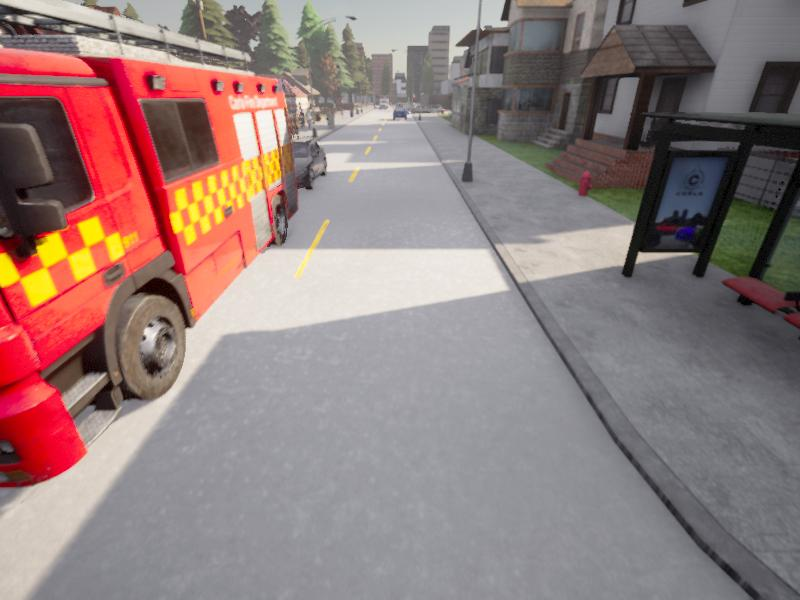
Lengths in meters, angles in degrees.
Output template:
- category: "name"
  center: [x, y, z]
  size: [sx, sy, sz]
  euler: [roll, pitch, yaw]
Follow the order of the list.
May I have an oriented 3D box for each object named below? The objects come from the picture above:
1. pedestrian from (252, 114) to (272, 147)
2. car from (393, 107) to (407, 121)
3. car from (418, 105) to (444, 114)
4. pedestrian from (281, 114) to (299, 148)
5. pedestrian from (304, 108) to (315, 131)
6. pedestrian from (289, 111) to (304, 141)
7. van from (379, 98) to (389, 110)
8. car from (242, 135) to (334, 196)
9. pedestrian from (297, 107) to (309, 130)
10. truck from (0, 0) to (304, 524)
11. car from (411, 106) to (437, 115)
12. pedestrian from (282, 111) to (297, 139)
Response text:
- category: "pedestrian"
  center: [-8.599, -10.578, 24.954]
  size: [0.751, 1.860, 0.751]
  euler: [-2, 27, -4]
- category: "car"
  center: [-0.024, -25.673, 55.045]
  size: [1.882, 1.535, 5.008]
  euler: [0, 27, 0]
- category: "car"
  center: [5.906, -36.739, 77.125]
  size: [4.611, 1.667, 2.242]
  euler: [-1, 27, -2]
- category: "pedestrian"
  center: [-6.651, -10.237, 24.289]
  size: [0.751, 1.860, 0.751]
  euler: [-2, 27, -4]
- category: "pedestrian"
  center: [-8.101, -16.098, 35.722]
  size: [0.751, 1.860, 0.751]
  euler: [-4, 27, -7]
- category: "pedestrian"
  center: [-7.343, -12.320, 28.352]
  size: [0.751, 1.860, 0.751]
  euler: [-2, 27, -5]
- category: "van"
  center: [-4.048, -49.969, 101.938]
  size: [2.351, 2.431, 6.366]
  euler: [0, 27, 0]
- category: "car"
  center: [-4.005, -5.299, 15.323]
  size: [2.128, 1.511, 4.902]
  euler: [0, 27, 0]
- category: "pedestrian"
  center: [-9.045, -16.959, 37.401]
  size: [0.751, 1.860, 0.751]
  euler: [0, 27, 0]
- category: "truck"
  center: [-4.006, -1.855, 6.072]
  size: [2.891, 3.827, 8.468]
  euler: [0, 27, 0]
- category: "car"
  center: [4.410, -34.849, 73.526]
  size: [4.514, 1.525, 2.007]
  euler: [-4, 27, -7]
- category: "pedestrian"
  center: [-8.150, -12.966, 29.613]
  size: [0.751, 1.860, 0.751]
  euler: [-1, 27, -2]
